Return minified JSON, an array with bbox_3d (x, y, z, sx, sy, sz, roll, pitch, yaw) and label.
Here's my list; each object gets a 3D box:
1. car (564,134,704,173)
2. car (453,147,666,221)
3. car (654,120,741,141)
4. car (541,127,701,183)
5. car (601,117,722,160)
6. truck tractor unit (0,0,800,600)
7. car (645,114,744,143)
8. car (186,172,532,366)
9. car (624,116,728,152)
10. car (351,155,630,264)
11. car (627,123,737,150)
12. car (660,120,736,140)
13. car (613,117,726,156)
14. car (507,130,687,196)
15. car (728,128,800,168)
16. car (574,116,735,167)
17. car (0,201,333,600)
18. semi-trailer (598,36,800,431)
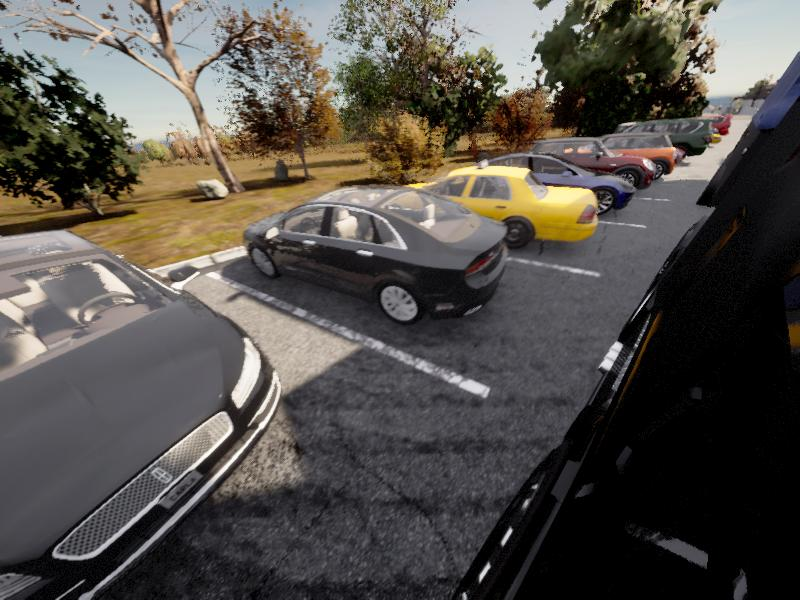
[{"bbox_3d":[11.548,-7.627,12.026,4.674,1.452,2.002,17,40,25],"label":"car"},{"bbox_3d":[4.421,-3.833,7.345,4.792,1.488,2.163,17,40,26],"label":"car"},{"bbox_3d":[32.184,-18.511,25.315,5.366,1.575,1.946,16,40,25],"label":"car"},{"bbox_3d":[9.287,-6.539,10.423,4.553,1.767,2.185,17,41,25],"label":"car"},{"bbox_3d":[16.192,-10.231,14.792,4.442,1.987,1.878,17,40,26],"label":"car"},{"bbox_3d":[2.645,-0.295,0.352,6.516,4.208,3.053,-28,44,-30],"label":"truck tractor unit"},{"bbox_3d":[29.716,-17.550,23.763,5.566,2.045,2.435,17,41,25],"label":"car"},{"bbox_3d":[-0.799,-1.103,3.949,4.892,1.521,2.231,17,41,26],"label":"car"},{"bbox_3d":[20.745,-12.654,17.770,4.442,1.987,1.878,17,40,25],"label":"car"},{"bbox_3d":[1.632,-2.531,5.718,5.366,1.575,1.946,17,41,26],"label":"car"},{"bbox_3d":[23.092,-13.664,19.356,5.366,1.575,1.946,17,40,25],"label":"car"},{"bbox_3d":[34.283,-19.766,26.885,4.892,1.521,2.231,16,41,25],"label":"car"},{"bbox_3d":[18.468,-11.442,16.281,4.442,1.987,1.878,17,40,26],"label":"car"},{"bbox_3d":[6.958,-5.350,8.970,4.553,1.767,2.185,17,40,26],"label":"car"},{"bbox_3d":[19.514,-8.083,12.171,4.181,1.385,1.994,-28,43,-30],"label":"car"},{"bbox_3d":[13.785,-9.076,13.350,5.566,2.045,2.435,17,41,25],"label":"car"},{"bbox_3d":[-3.407,0.269,2.263,4.892,1.521,2.231,17,40,26],"label":"car"},{"bbox_3d":[8.692,-3.598,4.250,14.254,4.402,2.717,-28,43,-30],"label":"semi-trailer"}]
